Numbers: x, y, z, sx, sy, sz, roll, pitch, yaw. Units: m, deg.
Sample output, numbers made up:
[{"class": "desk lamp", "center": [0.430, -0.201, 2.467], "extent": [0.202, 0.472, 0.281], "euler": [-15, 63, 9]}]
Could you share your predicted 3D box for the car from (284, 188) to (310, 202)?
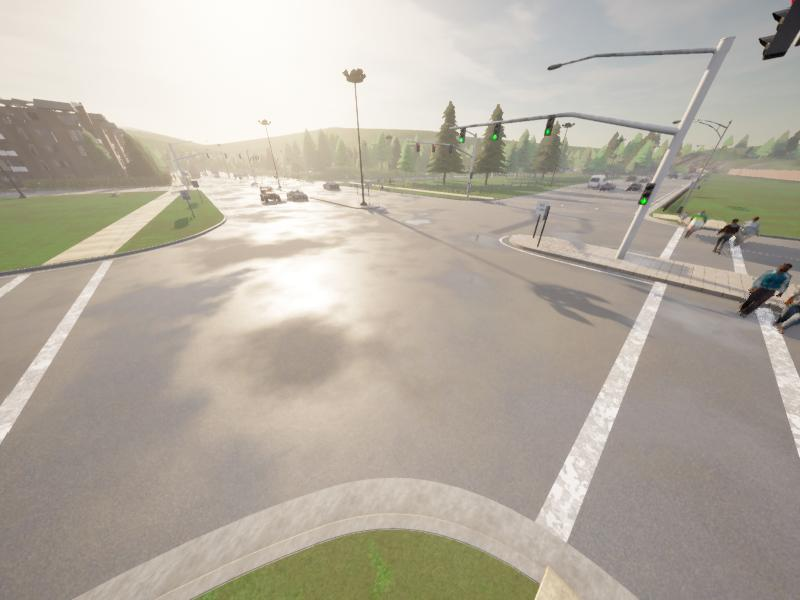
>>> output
[{"class": "car", "center": [-14.791, -15.058, 33.079], "extent": [1.994, 1.385, 4.181], "euler": [-22, 37, -33]}]

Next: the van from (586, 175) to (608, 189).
[{"class": "van", "center": [44.310, -26.570, 51.847], "extent": [5.915, 2.561, 1.988], "euler": [-25, 39, -36]}]

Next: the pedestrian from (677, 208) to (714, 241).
[{"class": "pedestrian", "center": [18.982, -4.865, 14.883], "extent": [0.751, 1.860, 0.751], "euler": [-21, 36, -32]}]

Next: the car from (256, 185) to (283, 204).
[{"class": "car", "center": [-17.718, -14.306, 31.254], "extent": [1.905, 1.878, 3.866], "euler": [-22, 37, -34]}]

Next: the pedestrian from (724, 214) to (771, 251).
[{"class": "pedestrian", "center": [20.137, -3.944, 13.460], "extent": [0.751, 1.860, 0.751], "euler": [-25, 38, -36]}]

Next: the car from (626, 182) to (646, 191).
[{"class": "car", "center": [47.309, -22.762, 46.315], "extent": [4.193, 1.474, 1.816], "euler": [-23, 37, -34]}]

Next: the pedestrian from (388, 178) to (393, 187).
[{"class": "pedestrian", "center": [-2.126, -26.330, 51.757], "extent": [0.751, 1.860, 0.751], "euler": [-20, 35, -30]}]

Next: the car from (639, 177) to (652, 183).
[{"class": "car", "center": [74.985, -36.714, 70.564], "extent": [3.806, 1.475, 1.970], "euler": [-23, 37, -34]}]

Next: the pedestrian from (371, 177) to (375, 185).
[{"class": "pedestrian", "center": [-6.727, -29.603, 57.425], "extent": [0.751, 1.860, 0.751], "euler": [-20, 36, -31]}]

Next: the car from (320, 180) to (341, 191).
[{"class": "car", "center": [-14.547, -24.047, 48.375], "extent": [1.930, 1.638, 5.238], "euler": [-22, 37, -34]}]

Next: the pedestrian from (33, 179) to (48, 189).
[{"class": "pedestrian", "center": [-74.302, -24.005, 47.729], "extent": [0.751, 1.860, 0.751], "euler": [-21, 36, -32]}]

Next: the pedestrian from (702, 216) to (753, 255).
[{"class": "pedestrian", "center": [17.616, -3.480, 12.484], "extent": [0.751, 1.860, 0.751], "euler": [21, 36, 32]}]

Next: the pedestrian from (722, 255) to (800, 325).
[{"class": "pedestrian", "center": [11.015, -0.302, 6.981], "extent": [0.751, 1.860, 0.751], "euler": [-20, 35, -30]}]

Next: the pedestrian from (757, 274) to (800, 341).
[{"class": "pedestrian", "center": [11.118, 0.085, 6.316], "extent": [0.751, 1.860, 0.751], "euler": [-21, 36, -32]}]

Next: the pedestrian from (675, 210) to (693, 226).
[{"class": "pedestrian", "center": [22.637, -6.541, 18.424], "extent": [0.500, 1.100, 0.500], "euler": [-25, 38, -37]}]
